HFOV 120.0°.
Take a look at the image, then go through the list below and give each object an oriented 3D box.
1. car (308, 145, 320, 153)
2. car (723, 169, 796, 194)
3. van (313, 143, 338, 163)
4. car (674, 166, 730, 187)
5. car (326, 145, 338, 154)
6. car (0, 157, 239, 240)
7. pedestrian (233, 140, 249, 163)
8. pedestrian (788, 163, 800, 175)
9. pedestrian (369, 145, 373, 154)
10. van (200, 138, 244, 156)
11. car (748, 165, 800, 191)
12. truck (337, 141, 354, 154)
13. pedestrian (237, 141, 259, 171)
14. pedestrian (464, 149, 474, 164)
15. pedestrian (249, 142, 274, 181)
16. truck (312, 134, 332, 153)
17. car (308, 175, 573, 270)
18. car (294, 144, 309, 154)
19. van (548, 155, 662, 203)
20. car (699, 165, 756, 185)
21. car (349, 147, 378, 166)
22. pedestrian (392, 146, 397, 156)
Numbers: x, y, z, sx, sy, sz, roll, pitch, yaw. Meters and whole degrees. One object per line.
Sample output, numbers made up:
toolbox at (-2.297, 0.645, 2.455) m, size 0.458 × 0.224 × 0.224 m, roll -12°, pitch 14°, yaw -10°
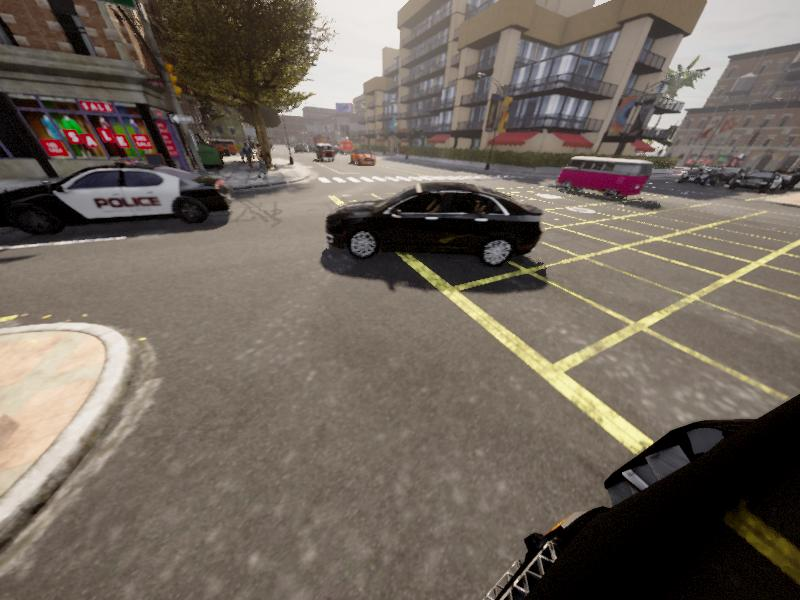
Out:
car at (-20.656, -36.124, 55.238) m, size 1.837 × 1.490 × 4.892 m, roll -14°, pitch 37°, yaw -23°
car at (30.291, -10.075, 19.492) m, size 4.974 × 1.542 × 2.038 m, roll -14°, pitch 37°, yaw -23°
van at (-9.973, -19.644, 30.784) m, size 2.069 × 2.038 × 4.480 m, roll -14°, pitch 37°, yaw -23°
car at (28.920, -11.882, 22.156) m, size 3.806 × 1.475 × 1.970 m, roll -14°, pitch 37°, yaw -23°
car at (-15.740, -34.860, 53.618) m, size 1.789 × 1.549 × 3.705 m, roll -14°, pitch 37°, yaw -23°
car at (-7.785, -3.033, 6.531) m, size 4.974 × 1.542 × 2.038 m, roll -14°, pitch 37°, yaw -22°
pedestrian at (-15.763, -14.753, 22.942) m, size 0.751 × 1.860 × 0.751 m, roll -17°, pitch 38°, yaw -26°
pedestrian at (73.878, -24.377, 43.048) m, size 0.751 × 1.860 × 0.751 m, roll -14°, pitch 37°, yaw -23°
pedestrian at (-7.218, -37.210, 57.079) m, size 0.751 × 1.860 × 0.751 m, roll -3°, pitch 34°, yaw -8°
van at (-25.759, -22.246, 33.715) m, size 4.442 × 1.987 × 1.775 m, roll -10°, pitch 36°, yaw -18°
car at (35.913, -11.576, 21.782) m, size 4.605 × 1.855 × 1.932 m, roll -14°, pitch 37°, yaw -22°
truck at (-13.153, -36.669, 55.642) m, size 2.627 × 2.467 × 5.204 m, roll -14°, pitch 36°, yaw -23°
pedestrian at (-11.261, -10.673, 17.125) m, size 0.751 × 1.860 × 0.751 m, roll -21°, pitch 40°, yaw -30°
pedestrian at (10.293, -21.384, 34.521) m, size 0.751 × 1.860 × 0.751 m, roll -14°, pitch 37°, yaw -23°
pedestrian at (-7.979, -7.986, 13.315) m, size 0.751 × 1.860 × 0.751 m, roll -16°, pitch 38°, yaw -25°
truck at (-20.691, -41.574, 61.291) m, size 2.891 × 3.827 × 8.468 m, roll -14°, pitch 37°, yaw -23°
car at (0.732, -1.923, 5.447) m, size 4.892 × 1.490 × 1.837 m, roll 3°, pitch 33°, yaw 2°
car at (-21.353, -32.597, 49.811) m, size 2.152 × 1.651 × 5.027 m, roll -14°, pitch 37°, yaw -23°
van at (11.972, -7.461, 14.008) m, size 1.775 × 1.987 × 4.442 m, roll -14°, pitch 37°, yaw -23°
car at (34.930, -13.405, 24.669) m, size 5.238 × 1.638 × 1.930 m, roll -14°, pitch 37°, yaw -22°
car at (-4.548, -17.663, 28.387) m, size 2.097 × 1.767 × 4.553 m, roll -14°, pitch 37°, yaw -23°
pedestrian at (-1.188, -34.365, 53.207) m, size 0.751 × 1.860 × 0.751 m, roll 24°, pitch 39°, yaw 29°
